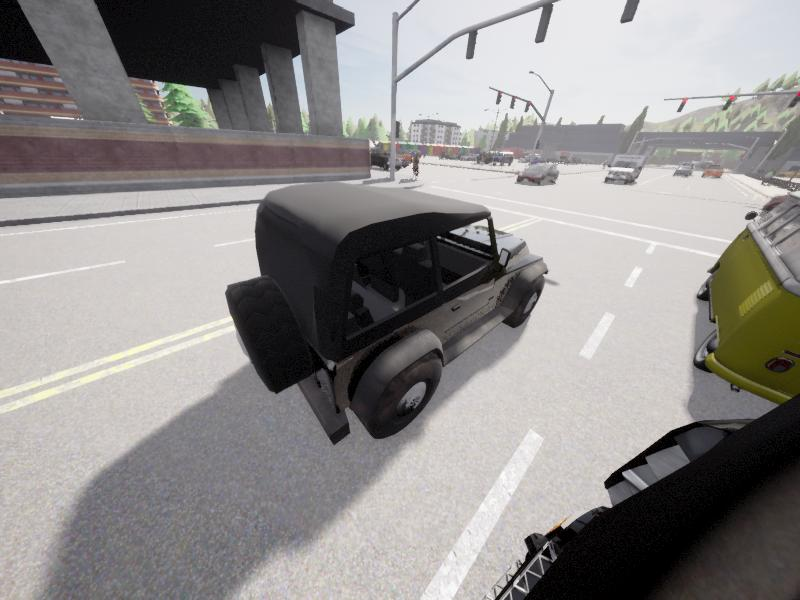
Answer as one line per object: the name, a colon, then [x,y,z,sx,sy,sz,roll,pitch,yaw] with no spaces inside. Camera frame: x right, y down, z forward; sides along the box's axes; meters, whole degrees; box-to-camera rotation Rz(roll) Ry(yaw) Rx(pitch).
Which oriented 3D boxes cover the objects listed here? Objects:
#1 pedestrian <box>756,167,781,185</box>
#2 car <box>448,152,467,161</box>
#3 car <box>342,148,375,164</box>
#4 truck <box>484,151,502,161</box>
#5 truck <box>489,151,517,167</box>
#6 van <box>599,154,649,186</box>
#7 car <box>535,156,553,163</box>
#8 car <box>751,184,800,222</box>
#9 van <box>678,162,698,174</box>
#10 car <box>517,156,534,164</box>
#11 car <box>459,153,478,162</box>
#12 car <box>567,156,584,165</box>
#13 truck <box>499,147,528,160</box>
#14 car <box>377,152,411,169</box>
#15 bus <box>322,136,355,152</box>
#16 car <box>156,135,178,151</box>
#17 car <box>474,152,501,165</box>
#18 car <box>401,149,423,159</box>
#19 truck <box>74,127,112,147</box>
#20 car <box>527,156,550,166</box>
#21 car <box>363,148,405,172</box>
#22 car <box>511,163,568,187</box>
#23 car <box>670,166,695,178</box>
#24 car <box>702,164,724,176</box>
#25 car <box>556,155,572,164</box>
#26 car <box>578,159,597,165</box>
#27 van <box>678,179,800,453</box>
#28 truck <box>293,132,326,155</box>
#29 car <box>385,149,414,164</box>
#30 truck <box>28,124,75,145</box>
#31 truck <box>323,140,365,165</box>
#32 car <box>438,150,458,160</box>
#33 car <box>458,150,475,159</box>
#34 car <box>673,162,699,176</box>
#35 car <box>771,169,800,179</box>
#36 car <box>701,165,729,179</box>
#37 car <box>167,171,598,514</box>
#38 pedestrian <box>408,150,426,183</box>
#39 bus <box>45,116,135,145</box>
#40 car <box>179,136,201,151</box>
pedestrian: [43.852,-14.766,27.521,0.751,1.860,0.751,-25,42,-35]
car: [12.893,-32.154,51.786,3.905,1.438,1.784,-24,42,-35]
car: [-5.930,-20.544,32.877,1.930,1.638,5.238,-25,42,-35]
truck: [24.216,-37.512,60.167,4.478,2.038,2.069,-24,42,-35]
truck: [17.535,-23.974,39.256,4.478,2.038,2.069,-24,42,-35]
van: [22.711,-13.196,23.348,2.351,2.431,6.366,30,42,35]
car: [38.221,-37.175,61.317,5.357,1.415,2.033,-24,42,-35]
car: [20.073,-4.153,10.429,1.994,1.385,4.181,-11,36,-20]
van: [58.991,-27.030,47.355,4.442,1.987,1.775,-24,42,-35]
car: [29.943,-33.435,55.065,3.806,1.475,1.970,-24,42,-35]
car: [14.798,-30.858,50.033,3.806,1.475,1.970,-24,42,-35]
car: [46.724,-37.070,61.376,4.605,1.855,1.932,-24,42,-35]
truck: [41.500,-53.760,84.648,2.891,3.827,8.468,-23,41,-33]
car: [-0.823,-17.116,28.250,1.816,1.474,4.193,-25,42,-35]
bus: [-21.741,-55.606,82.253,10.273,4.253,3.944,-24,42,-35]
car: [-37.486,-25.262,37.131,1.905,1.878,3.866,-24,42,-35]
car: [15.572,-25.142,41.039,4.605,1.855,1.932,-24,42,-35]
car: [2.698,-33.634,53.171,4.611,1.667,2.242,-24,42,-35]
truck: [-51.748,-27.609,39.116,2.615,2.467,5.204,-24,42,-35]
car: [28.816,-28.850,47.939,4.611,1.667,2.242,-24,42,-35]
car: [-1.823,-15.032,24.671,1.932,1.855,4.605,-25,42,-35]
car: [11.741,-10.575,19.379,4.792,1.488,2.163,-24,42,-35]
car: [47.210,-21.419,38.545,5.357,1.411,2.033,-25,42,-35]
car: [63.710,-26.540,47.082,3.866,1.878,1.905,-24,42,-35]
car: [44.858,-38.356,63.178,3.866,1.878,1.905,-24,42,-35]
car: [57.014,-41.882,70.130,1.970,1.475,3.806,-24,42,-34]
van: [5.426,-0.146,2.781,4.442,1.987,1.775,-24,42,-35]
truck: [-19.119,-33.067,48.777,2.891,3.827,8.468,-25,42,-35]
car: [-0.168,-22.668,36.377,2.097,1.767,4.553,-25,42,-35]
truck: [-54.984,-26.149,36.670,2.615,2.467,5.204,-24,42,-35]
truck: [-7.121,-18.771,29.364,2.627,2.467,5.204,-25,42,-35]
car: [11.097,-33.490,53.282,4.605,1.855,1.932,-24,42,-35]
car: [18.756,-41.019,65.210,4.605,1.855,1.932,-24,42,-35]
car: [52.889,-24.275,42.696,5.566,2.045,2.150,-24,42,-35]
car: [90.186,-28.802,52.793,1.801,1.575,5.366,-24,42,-35]
car: [53.148,-21.716,39.085,4.553,1.767,2.097,-24,42,-35]
car: [0.273,-0.350,2.784,3.866,1.878,1.905,-24,42,-35]
pedestrian: [1.110,-8.989,15.562,0.751,1.860,0.751,-20,40,-31]
bus: [-65.292,-36.016,49.428,10.273,4.253,3.944,-24,42,-35]
car: [-35.279,-26.259,38.799,1.905,1.878,3.866,-24,42,-35]
